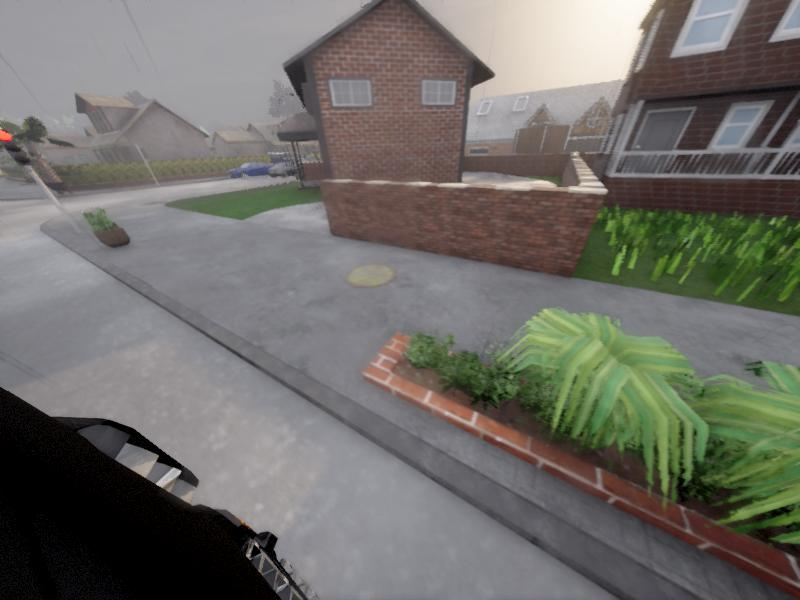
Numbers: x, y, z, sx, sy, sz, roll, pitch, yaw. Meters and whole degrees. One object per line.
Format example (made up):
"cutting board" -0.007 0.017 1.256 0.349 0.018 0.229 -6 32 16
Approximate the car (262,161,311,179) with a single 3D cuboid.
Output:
"car" -12.064 -14.078 24.904 1.994 1.385 4.181 14 37 24

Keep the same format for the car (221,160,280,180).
"car" -16.245 -14.384 25.502 1.882 1.535 5.008 16 38 26

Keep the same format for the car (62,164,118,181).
"car" -39.165 -16.197 29.271 1.845 1.501 3.633 14 37 24

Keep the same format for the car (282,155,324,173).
"car" -12.688 -18.046 30.580 2.097 1.767 4.553 16 38 26

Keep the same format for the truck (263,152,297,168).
"truck" -19.281 -22.558 37.151 4.478 2.038 2.069 18 39 24

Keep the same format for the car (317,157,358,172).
"car" -8.066 -17.973 30.515 2.033 1.411 5.357 16 38 26
